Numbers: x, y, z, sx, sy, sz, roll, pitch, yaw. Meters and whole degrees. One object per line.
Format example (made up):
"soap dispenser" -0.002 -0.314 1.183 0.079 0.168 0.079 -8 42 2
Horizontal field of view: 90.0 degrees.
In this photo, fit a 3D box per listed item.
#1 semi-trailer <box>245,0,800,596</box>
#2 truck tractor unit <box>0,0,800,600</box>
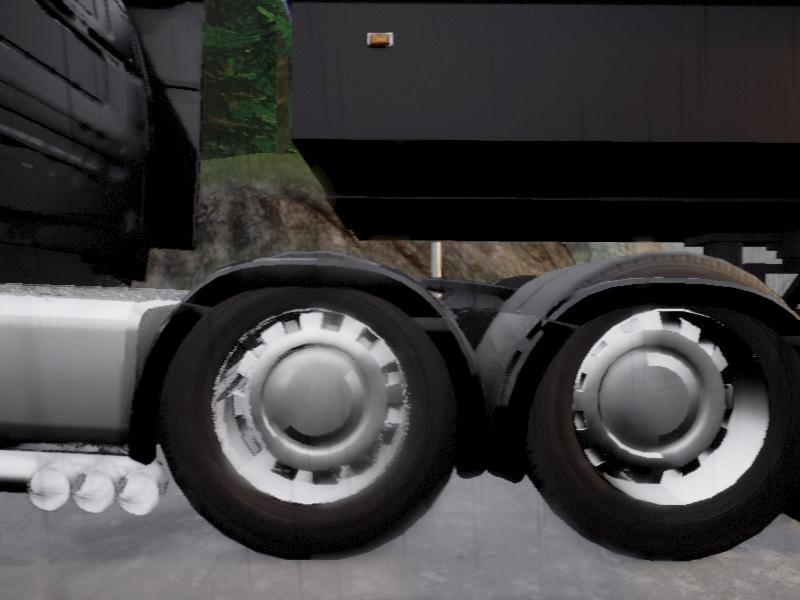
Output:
"semi-trailer" 6.605 -1.215 2.717 14.254 4.402 2.717 0 0 0
"truck tractor unit" -1.308 -1.121 2.697 6.516 4.208 3.053 0 0 0
